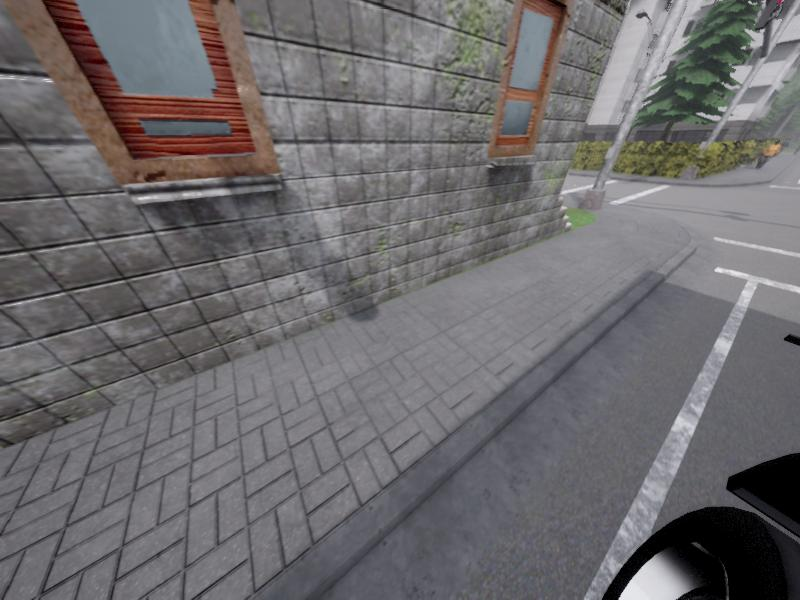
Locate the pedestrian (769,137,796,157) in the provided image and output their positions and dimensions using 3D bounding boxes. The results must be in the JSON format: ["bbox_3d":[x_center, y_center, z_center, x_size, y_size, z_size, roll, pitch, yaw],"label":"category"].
[{"bbox_3d":[43.995,-17.560,26.566,0.751,1.860,0.751,-21,40,-26],"label":"pedestrian"}]

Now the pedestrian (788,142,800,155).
[{"bbox_3d":[51.660,-19.605,29.897,0.751,1.300,0.751,-10,36,-14],"label":"pedestrian"}]

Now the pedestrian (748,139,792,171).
[{"bbox_3d":[26.026,-10.234,16.311,0.751,1.860,0.751,30,45,35],"label":"pedestrian"}]

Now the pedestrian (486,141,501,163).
[{"bbox_3d":[9.662,-15.350,23.998,0.751,1.860,0.751,-22,40,-27],"label":"pedestrian"}]

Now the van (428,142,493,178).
[{"bbox_3d":[4.524,-11.106,18.156,2.069,2.038,4.480,-21,41,-27],"label":"van"}]

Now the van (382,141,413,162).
[{"bbox_3d":[-0.367,-18.839,29.211,1.775,1.987,4.442,-21,40,-27],"label":"van"}]
